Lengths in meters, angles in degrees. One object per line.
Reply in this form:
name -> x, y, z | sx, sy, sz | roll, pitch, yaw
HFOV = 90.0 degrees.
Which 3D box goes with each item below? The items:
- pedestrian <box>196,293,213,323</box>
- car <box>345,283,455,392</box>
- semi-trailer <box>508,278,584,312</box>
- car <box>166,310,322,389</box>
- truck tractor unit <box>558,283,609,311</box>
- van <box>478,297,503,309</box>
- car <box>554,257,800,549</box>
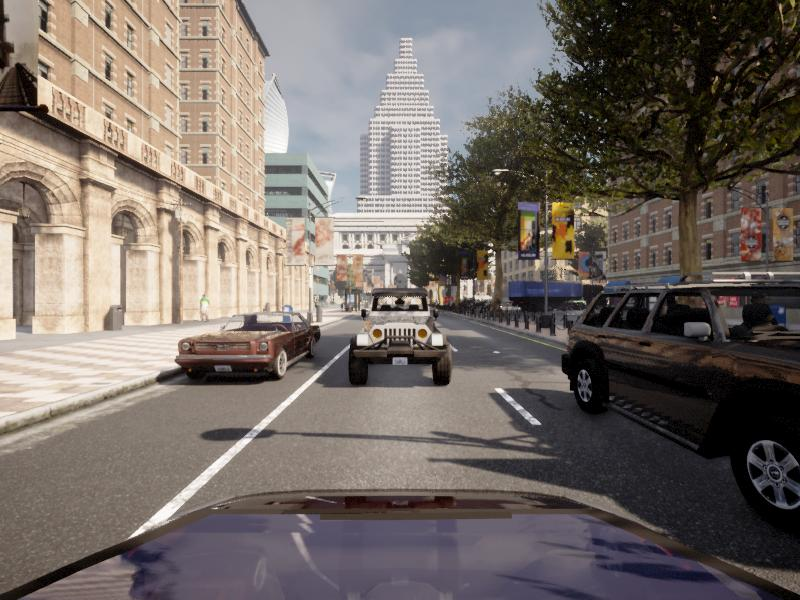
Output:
pedestrian -> -12.435, 0.489, 25.460 | 0.751, 1.860, 0.751 | 0, 0, 0
car -> -0.001, 0.647, 8.859 | 1.905, 1.878, 3.866 | 0, 0, 0
semi-trailer -> 21.476, -0.617, 58.161 | 14.254, 4.402, 2.717 | 0, -1, -35
car -> -3.250, 0.940, 9.526 | 1.895, 1.301, 4.718 | 0, 0, 0
truck tractor unit -> 28.288, -0.503, 61.750 | 6.516, 4.208, 3.053 | 0, 0, -4
van -> 16.223, 0.582, 71.716 | 2.069, 2.038, 4.480 | 0, 0, -24
car -> 3.501, 0.653, 4.281 | 1.932, 1.855, 4.605 | 0, 0, 0
